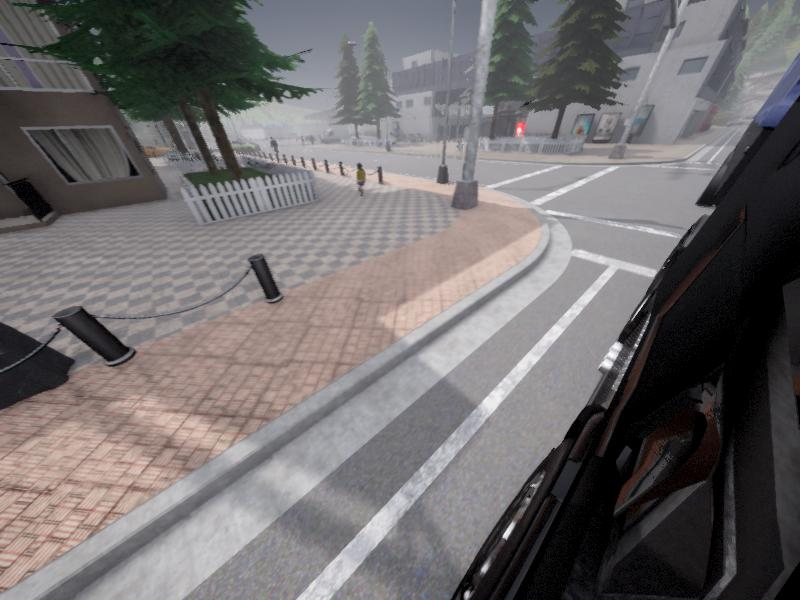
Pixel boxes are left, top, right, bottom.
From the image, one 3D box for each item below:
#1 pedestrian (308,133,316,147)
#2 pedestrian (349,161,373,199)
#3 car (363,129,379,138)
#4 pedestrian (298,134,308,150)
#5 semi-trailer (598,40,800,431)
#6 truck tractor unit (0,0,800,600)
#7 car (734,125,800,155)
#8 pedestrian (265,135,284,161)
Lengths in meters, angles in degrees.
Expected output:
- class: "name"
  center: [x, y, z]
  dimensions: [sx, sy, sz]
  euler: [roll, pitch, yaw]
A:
- class: "pedestrian"
  center: [-15.431, -27.968, 40.402]
  dimensions: [0.751, 1.860, 0.751]
  euler: [-14, 38, -16]
- class: "pedestrian"
  center: [-1.374, -4.276, 8.260]
  dimensions: [0.500, 1.100, 0.500]
  euler: [-30, 45, -32]
- class: "car"
  center: [-8.288, -47.724, 66.162]
  dimensions: [1.932, 1.855, 4.605]
  euler: [-29, 44, -31]
- class: "pedestrian"
  center: [-14.597, -23.798, 34.793]
  dimensions: [0.751, 1.860, 0.751]
  euler: [-24, 42, -26]
- class: "semi-trailer"
  center: [8.703, -3.580, 4.256]
  dimensions: [14.254, 4.402, 2.717]
  euler: [-28, 44, -30]
- class: "truck tractor unit"
  center: [2.645, -0.295, 0.351]
  dimensions: [6.516, 4.208, 3.053]
  euler: [-28, 44, -30]
- class: "car"
  center: [24.989, -10.946, 15.754]
  dimensions: [4.181, 1.385, 1.994]
  euler: [-28, 44, -30]
- class: "pedestrian"
  center: [-11.249, -13.642, 20.742]
  dimensions: [0.751, 1.860, 0.751]
  euler: [-29, 44, -31]
